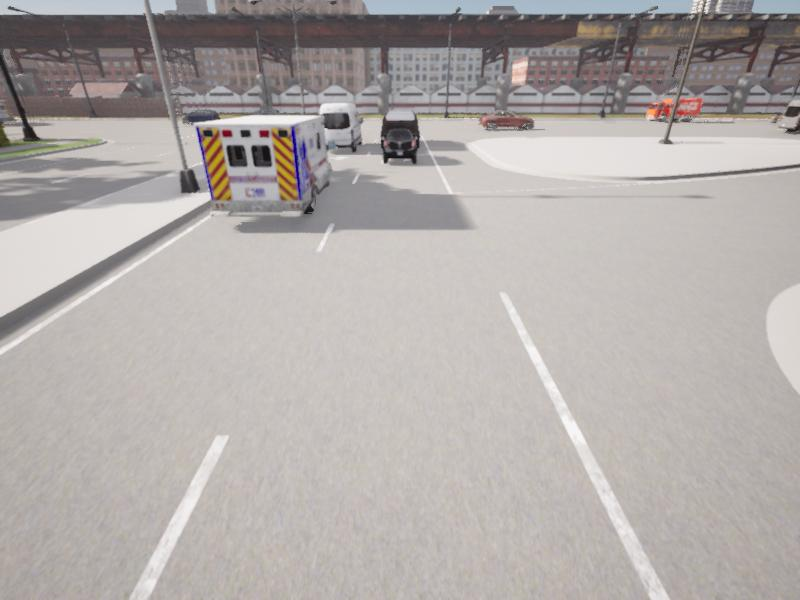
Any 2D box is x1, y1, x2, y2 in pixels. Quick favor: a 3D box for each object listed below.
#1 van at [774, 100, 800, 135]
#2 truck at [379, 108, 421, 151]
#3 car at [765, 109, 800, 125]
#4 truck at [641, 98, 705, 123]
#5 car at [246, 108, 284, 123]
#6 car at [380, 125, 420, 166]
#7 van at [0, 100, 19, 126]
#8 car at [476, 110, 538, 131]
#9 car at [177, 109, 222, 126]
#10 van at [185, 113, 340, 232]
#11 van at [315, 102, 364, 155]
[{"bbox_3d":[35.374,-15.129,33.130,5.915,2.561,1.988,2,27,4],"label":"van"},{"bbox_3d":[0.033,-11.238,26.111,2.390,2.098,6.274,0,27,1],"label":"truck"},{"bbox_3d":[41.717,-19.374,42.423,3.705,1.549,1.789,4,25,8],"label":"car"},{"bbox_3d":[31.440,-21.872,46.243,5.204,2.467,2.627,-3,25,-1],"label":"truck"},{"bbox_3d":[-15.551,-21.310,46.287,3.633,1.501,1.845,0,27,0],"label":"car"},{"bbox_3d":[-0.006,-7.855,20.171,1.845,1.501,3.633,0,27,0],"label":"car"},{"bbox_3d":[-45.680,-20.176,43.063,6.366,2.431,2.351,0,27,0],"label":"van"},{"bbox_3d":[9.815,-16.568,36.954,5.027,1.651,2.152,0,27,0],"label":"car"},{"bbox_3d":[-21.533,-19.725,43.191,3.705,1.549,1.789,0,27,0],"label":"car"},{"bbox_3d":[-3.505,-4.200,12.109,2.351,2.431,6.366,0,27,0],"label":"van"},{"bbox_3d":[-3.504,-10.625,24.447,1.988,2.561,5.915,0,27,0],"label":"van"}]
